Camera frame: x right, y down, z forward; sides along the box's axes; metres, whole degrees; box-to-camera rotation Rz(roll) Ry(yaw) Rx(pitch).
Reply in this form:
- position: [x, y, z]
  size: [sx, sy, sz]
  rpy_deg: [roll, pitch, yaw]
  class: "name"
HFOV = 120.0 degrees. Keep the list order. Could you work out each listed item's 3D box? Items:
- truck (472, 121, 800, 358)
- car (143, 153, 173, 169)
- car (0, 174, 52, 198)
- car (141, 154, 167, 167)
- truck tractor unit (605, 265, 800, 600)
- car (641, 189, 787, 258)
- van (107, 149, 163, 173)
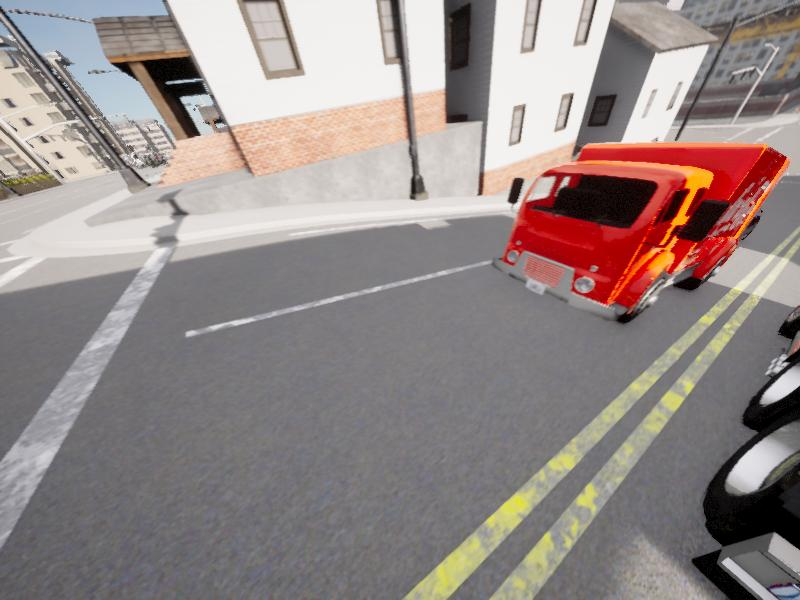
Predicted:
- position: [4.489, -1.516, 4.475]
  size: [5.204, 2.467, 2.627]
  rpy_deg: [-15, 36, -26]
  class: "truck"
- position: [-39.575, -22.916, 37.927]
  size: [2.038, 1.542, 4.974]
  rpy_deg: [-26, 41, -18]
  class: "car"
- position: [-62.399, -18.686, 37.829]
  size: [5.566, 2.045, 2.150]
  rpy_deg: [-26, 41, -17]
  class: "car"
- position: [-44.568, -25.251, 41.824]
  size: [3.988, 1.617, 1.851]
  rpy_deg: [18, 47, 30]
  class: "car"
- position: [5.148, -0.245, 0.874]
  size: [6.516, 4.208, 3.053]
  rpy_deg: [-16, 37, -26]
  class: "truck tractor unit"
- position: [10.545, -2.760, 7.791]
  size: [4.193, 1.474, 1.816]
  rpy_deg: [-15, 37, -26]
  class: "car"
- position: [-49.736, -26.216, 43.593]
  size: [2.351, 2.431, 6.366]
  rpy_deg: [12, 45, 26]
  class: "van"
